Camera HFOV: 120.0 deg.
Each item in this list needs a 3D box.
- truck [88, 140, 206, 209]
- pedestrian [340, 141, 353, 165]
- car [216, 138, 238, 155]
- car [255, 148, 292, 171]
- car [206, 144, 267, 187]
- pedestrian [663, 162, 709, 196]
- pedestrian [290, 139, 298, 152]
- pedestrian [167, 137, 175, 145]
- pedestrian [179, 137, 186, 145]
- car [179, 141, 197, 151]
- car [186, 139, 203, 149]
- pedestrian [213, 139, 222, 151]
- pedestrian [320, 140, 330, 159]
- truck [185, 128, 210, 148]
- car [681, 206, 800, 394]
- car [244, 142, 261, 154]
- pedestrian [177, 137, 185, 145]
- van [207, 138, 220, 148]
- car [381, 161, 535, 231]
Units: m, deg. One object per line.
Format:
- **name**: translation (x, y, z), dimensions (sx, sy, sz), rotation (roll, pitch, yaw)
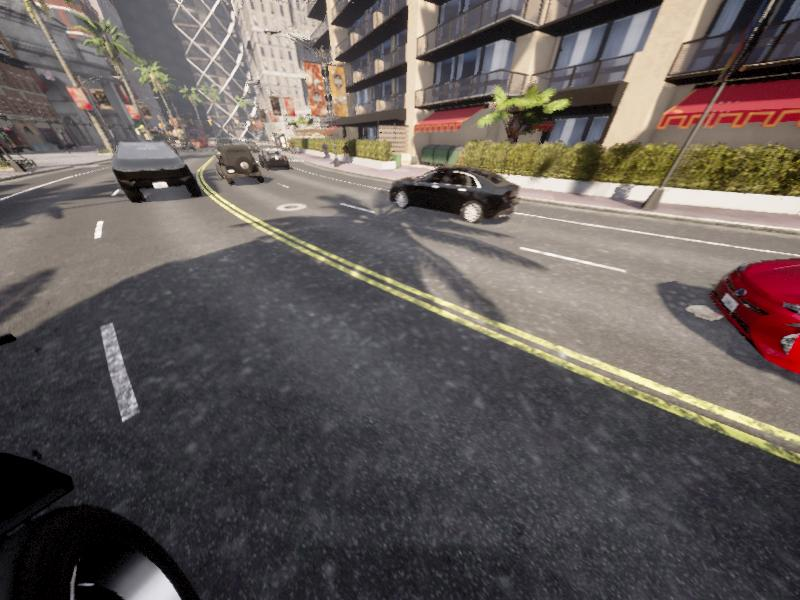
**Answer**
- **truck**: translation (-11.367, -6.168, 10.791), dimensions (2.390, 2.098, 6.274), rotation (-25, 42, -32)
- **pedestrian**: translation (-5.085, -14.006, 22.009), dimensions (0.751, 1.860, 0.751), rotation (-20, 40, -27)
- **car**: translation (-27.959, -24.972, 37.520), dimensions (2.150, 2.045, 5.566), rotation (-17, 39, -23)
- **car**: translation (-11.223, -12.497, 20.400), dimensions (1.970, 1.475, 3.806), rotation (-21, 40, -27)
- **car**: translation (-9.790, -8.146, 13.829), dimensions (1.905, 1.878, 3.866), rotation (-25, 42, -32)
- **pedestrian**: translation (13.509, -5.747, 10.972), dimensions (0.751, 1.300, 0.751), rotation (24, 41, 29)
- **pedestrian**: translation (-18.761, -27.272, 40.804), dimensions (0.751, 1.860, 0.751), rotation (-18, 39, -25)
- **pedestrian**: translation (-67.968, -47.178, 68.583), dimensions (0.751, 1.860, 0.751), rotation (3, 35, 4)
- **pedestrian**: translation (-64.060, -46.818, 68.125), dimensions (0.751, 1.860, 0.751), rotation (-14, 38, -20)
- **car**: translation (-41.308, -30.073, 45.044), dimensions (1.789, 1.549, 3.705), rotation (-18, 39, -25)
- **car**: translation (-46.773, -35.589, 52.672), dimensions (2.097, 1.767, 4.553), rotation (-18, 39, -25)
- **pedestrian**: translation (-36.258, -30.763, 45.810), dimensions (0.751, 1.860, 0.751), rotation (-19, 39, -26)
- **pedestrian**: translation (-8.839, -17.691, 27.230), dimensions (0.751, 1.860, 0.751), rotation (-18, 39, -25)
- **truck**: translation (-52.082, -41.699, 59.557), dimensions (2.891, 3.827, 8.468), rotation (-18, 39, -25)
- **car**: translation (6.451, 0.468, 2.052), dimensions (4.514, 1.525, 2.007), rotation (20, 39, 25)
- **car**: translation (-25.881, -26.749, 40.480), dimensions (1.851, 1.617, 3.988), rotation (-18, 39, -25)
- **pedestrian**: translation (-64.026, -46.454, 67.604), dimensions (0.751, 1.860, 0.751), rotation (-3, 35, -6)
- **van**: translation (-45.002, -37.904, 55.838), dimensions (1.775, 1.987, 4.442), rotation (-18, 39, -25)
- **car**: translation (1.785, -3.997, 8.406), dimensions (4.892, 1.490, 1.837), rotation (25, 42, 31)
